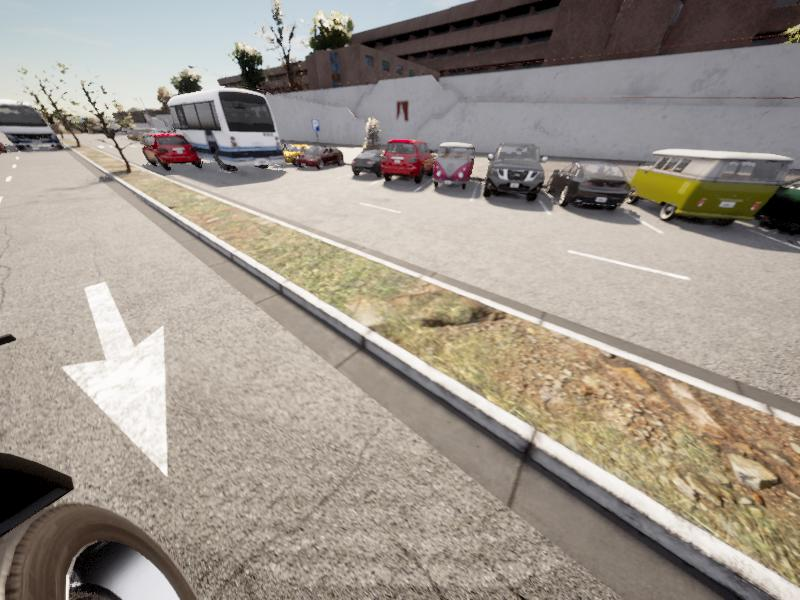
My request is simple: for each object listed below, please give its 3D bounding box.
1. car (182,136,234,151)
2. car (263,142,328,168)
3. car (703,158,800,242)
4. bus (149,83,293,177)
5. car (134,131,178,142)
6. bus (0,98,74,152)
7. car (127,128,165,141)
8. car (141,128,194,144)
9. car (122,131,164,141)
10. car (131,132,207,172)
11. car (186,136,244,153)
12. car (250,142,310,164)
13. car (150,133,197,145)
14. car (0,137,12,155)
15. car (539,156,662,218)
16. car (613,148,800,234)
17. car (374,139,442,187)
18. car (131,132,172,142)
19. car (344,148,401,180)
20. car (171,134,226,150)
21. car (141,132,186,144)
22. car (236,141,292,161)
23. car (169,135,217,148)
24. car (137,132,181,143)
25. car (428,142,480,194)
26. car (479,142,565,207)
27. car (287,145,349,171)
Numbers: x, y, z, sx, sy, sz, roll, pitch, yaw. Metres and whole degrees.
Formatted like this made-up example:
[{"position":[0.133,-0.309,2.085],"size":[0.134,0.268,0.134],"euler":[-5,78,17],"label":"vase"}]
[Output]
[{"position":[-25.029,-20.622,30.432],"size":[2.163,1.488,4.792],"euler":[12,37,14],"label":"car"},{"position":[-8.711,-12.623,19.961],"size":[1.946,1.575,5.366],"euler":[12,36,14],"label":"car"},{"position":[12.390,-2.861,6.639],"size":[2.185,1.767,4.553],"euler":[11,36,14],"label":"car"},{"position":[-12.930,-12.017,16.651],"size":[10.273,4.253,3.944],"euler":[26,42,30],"label":"bus"},{"position":[-46.018,-30.887,43.748],"size":[1.946,1.575,5.366],"euler":[12,36,14],"label":"car"},{"position":[-41.593,-19.458,25.777],"size":[10.273,4.253,3.944],"euler":[26,42,30],"label":"bus"},{"position":[-50.778,-33.145,46.331],"size":[1.878,1.987,4.442],"euler":[12,36,14],"label":"car"},{"position":[-39.049,-27.638,39.067],"size":[2.435,2.045,5.566],"euler":[12,36,14],"label":"car"},{"position":[-53.144,-34.046,47.881],"size":[1.946,1.575,5.366],"euler":[12,36,14],"label":"car"},{"position":[-16.657,-10.741,16.645],"size":[5.566,2.045,2.150],"euler":[26,42,30],"label":"car"},{"position":[-22.753,-19.394,28.781],"size":[1.946,1.575,5.366],"euler":[13,37,14],"label":"car"},{"position":[-10.995,-13.833,21.629],"size":[2.163,1.488,4.792],"euler":[12,36,14],"label":"car"},{"position":[-36.713,-26.291,37.723],"size":[2.231,1.521,4.892],"euler":[12,37,14],"label":"car"},{"position":[-38.389,-14.388,21.373],"size":[4.181,1.385,1.994],"euler":[26,42,29],"label":"car"},{"position":[7.717,-4.973,9.708],"size":[2.231,1.521,4.892],"euler":[11,36,14],"label":"car"},{"position":[10.098,-4.124,8.186],"size":[1.878,1.987,4.442],"euler":[11,36,14],"label":"car"},{"position":[0.713,-8.503,14.058],"size":[2.435,2.045,5.566],"euler":[12,36,14],"label":"car"},{"position":[-48.407,-31.896,45.119],"size":[2.163,1.488,4.792],"euler":[12,36,14],"label":"car"},{"position":[-1.641,-9.353,15.684],"size":[2.002,1.452,4.674],"euler":[12,36,14],"label":"car"},{"position":[-27.429,-21.668,31.707],"size":[1.946,1.575,5.366],"euler":[13,37,14],"label":"car"},{"position":[-41.393,-28.542,40.661],"size":[2.097,1.535,5.008],"euler":[12,37,14],"label":"car"},{"position":[-13.345,-14.931,23.081],"size":[2.002,1.452,4.674],"euler":[12,36,14],"label":"car"},{"position":[-29.715,-22.866,33.339],"size":[2.002,1.452,4.674],"euler":[12,37,14],"label":"car"},{"position":[-43.741,-29.659,42.128],"size":[2.231,1.521,4.892],"euler":[12,36,14],"label":"car"},{"position":[3.015,-7.299,12.467],"size":[1.878,1.987,4.442],"euler":[12,36,14],"label":"car"},{"position":[5.383,-6.267,11.033],"size":[2.435,2.045,5.566],"euler":[12,36,14],"label":"car"},{"position":[-6.327,-11.565,18.624],"size":[2.163,1.488,4.792],"euler":[12,36,14],"label":"car"}]
